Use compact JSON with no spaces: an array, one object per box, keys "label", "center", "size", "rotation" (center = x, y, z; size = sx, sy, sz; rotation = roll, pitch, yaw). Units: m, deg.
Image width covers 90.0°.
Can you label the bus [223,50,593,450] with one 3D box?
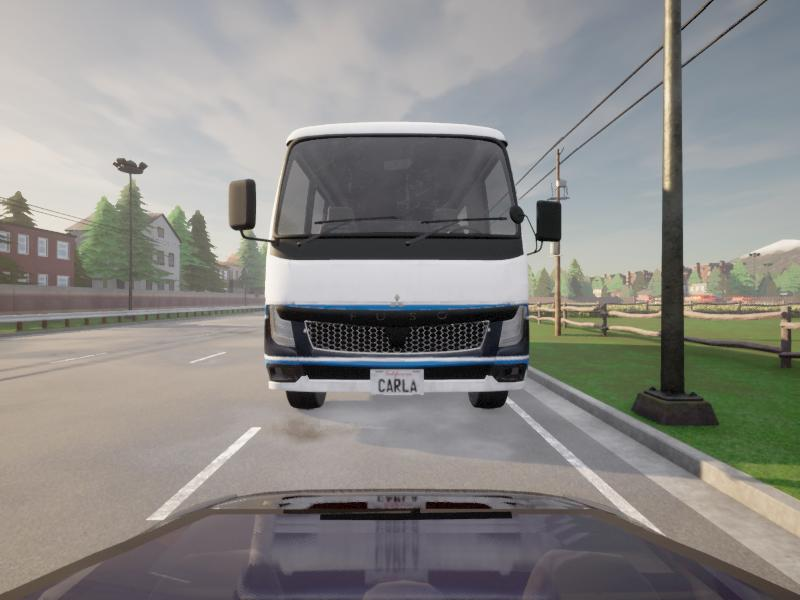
[{"label":"bus","center":[0.062,-0.534,9.399],"size":[3.944,4.253,10.273],"rotation":[0,0,0]}]
